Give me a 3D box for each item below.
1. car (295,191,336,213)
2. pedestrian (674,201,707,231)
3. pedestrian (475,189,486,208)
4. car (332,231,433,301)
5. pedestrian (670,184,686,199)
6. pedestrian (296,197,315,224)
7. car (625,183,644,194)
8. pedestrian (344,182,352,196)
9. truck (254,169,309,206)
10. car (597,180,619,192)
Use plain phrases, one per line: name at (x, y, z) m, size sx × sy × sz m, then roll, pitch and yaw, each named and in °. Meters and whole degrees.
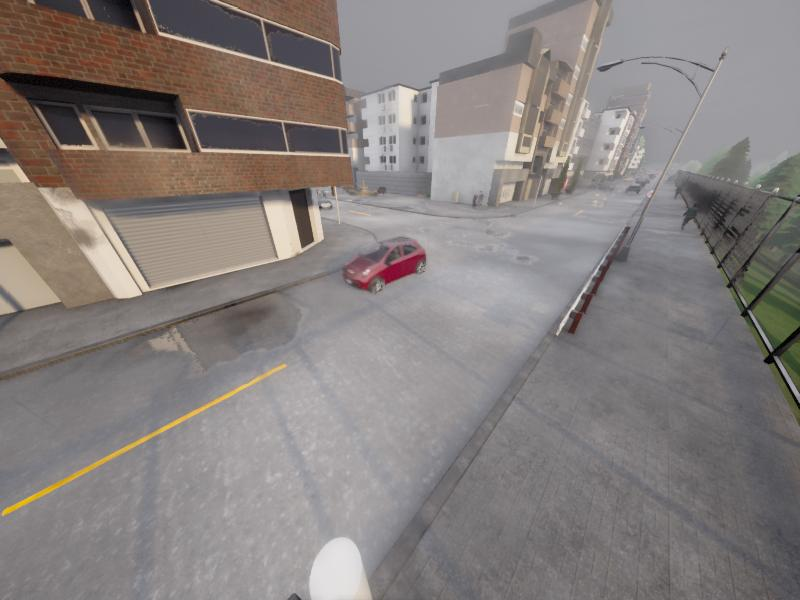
car at (-9.329, -10.849, 25.377) m, size 2.033 × 1.649 × 4.856 m, roll -26°, pitch 39°, yaw -37°
pedestrian at (20.561, -5.950, 16.403) m, size 0.751 × 1.860 × 0.751 m, roll 26°, pitch 39°, yaw 37°
pedestrian at (8.857, -11.179, 25.489) m, size 0.751 × 1.860 × 0.751 m, roll 0°, pitch 30°, yaw -1°
car at (-0.583, -1.597, 9.450) m, size 3.633 × 1.501 × 1.845 m, roll -27°, pitch 39°, yaw -38°
pedestrian at (39.470, -15.397, 32.765) m, size 0.751 × 1.860 × 0.751 m, roll 25°, pitch 39°, yaw 37°
pedestrian at (-7.571, -7.222, 18.590) m, size 0.751 × 1.860 × 0.751 m, roll 14°, pitch 33°, yaw 23°
car at (42.697, -20.385, 42.018) m, size 4.892 × 1.490 × 1.837 m, roll -27°, pitch 39°, yaw -38°
pedestrian at (-8.191, -17.407, 36.247) m, size 0.751 × 1.860 × 0.751 m, roll -26°, pitch 39°, yaw -37°
truck at (-15.596, -14.898, 30.194) m, size 2.891 × 3.827 × 8.468 m, roll -26°, pitch 39°, yaw -38°
car at (40.355, -22.165, 44.817) m, size 4.553 × 1.767 × 2.097 m, roll -27°, pitch 39°, yaw -38°
